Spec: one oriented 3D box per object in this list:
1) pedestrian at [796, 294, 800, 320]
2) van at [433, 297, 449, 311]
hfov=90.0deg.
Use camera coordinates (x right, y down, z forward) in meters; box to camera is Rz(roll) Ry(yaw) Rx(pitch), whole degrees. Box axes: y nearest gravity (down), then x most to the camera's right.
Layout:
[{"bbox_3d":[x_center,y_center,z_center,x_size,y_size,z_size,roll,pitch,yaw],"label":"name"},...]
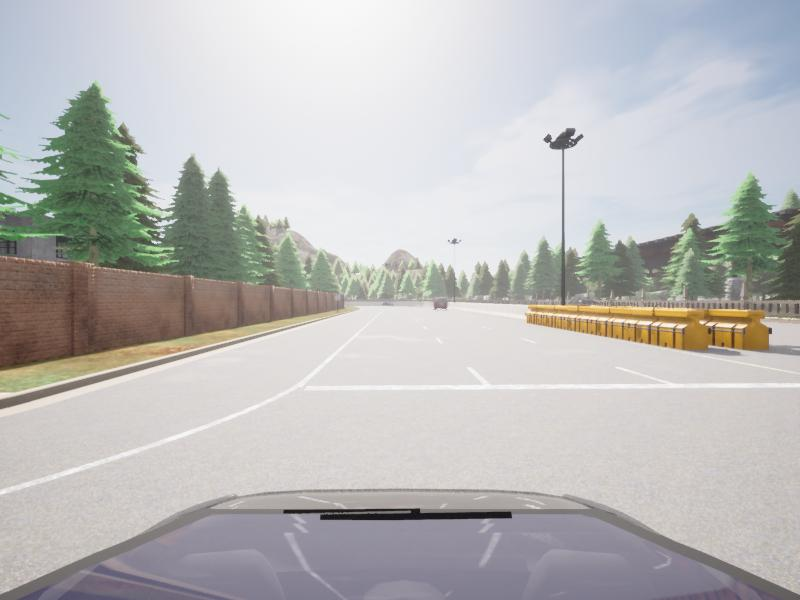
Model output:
[{"bbox_3d":[29.111,0.485,28.637,0.751,1.860,0.751,0,0,-1],"label":"pedestrian"},{"bbox_3d":[6.171,0.595,60.710,1.775,1.987,4.442,0,0,-1],"label":"van"}]
